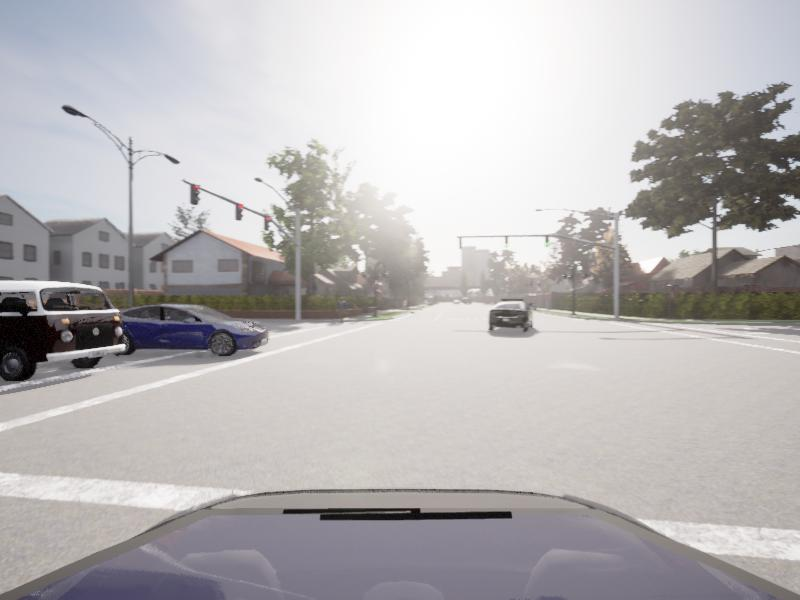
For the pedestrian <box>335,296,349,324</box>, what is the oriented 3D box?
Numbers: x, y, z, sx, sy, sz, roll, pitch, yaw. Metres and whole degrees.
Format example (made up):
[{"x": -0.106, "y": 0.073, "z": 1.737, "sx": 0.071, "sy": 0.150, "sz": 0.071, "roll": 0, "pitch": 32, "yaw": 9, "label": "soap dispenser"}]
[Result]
[{"x": -3.879, "y": 0.647, "z": 26.671, "sx": 0.751, "sy": 1.860, "sz": 0.751, "roll": 0, "pitch": 0, "yaw": 8, "label": "pedestrian"}]

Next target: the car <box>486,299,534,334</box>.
[{"x": 6.041, "y": 0.759, "z": 21.525, "sx": 1.930, "sy": 1.638, "sz": 5.238, "roll": 0, "pitch": 0, "yaw": 22, "label": "car"}]

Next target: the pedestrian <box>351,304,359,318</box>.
[{"x": -3.637, "y": 0.883, "z": 32.312, "sx": 0.500, "sy": 1.100, "sz": 0.500, "roll": 0, "pitch": 0, "yaw": 14, "label": "pedestrian"}]

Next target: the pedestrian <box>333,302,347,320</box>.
[{"x": -4.326, "y": 0.776, "z": 28.708, "sx": 0.751, "sy": 1.300, "sz": 0.751, "roll": 0, "pitch": 0, "yaw": 16, "label": "pedestrian"}]

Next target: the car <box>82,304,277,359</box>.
[{"x": -6.491, "y": 0.866, "z": 12.197, "sx": 4.792, "sy": 1.488, "sz": 2.163, "roll": 0, "pitch": 0, "yaw": 4, "label": "car"}]

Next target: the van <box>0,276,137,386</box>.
[{"x": -8.575, "y": 0.594, "z": 8.738, "sx": 4.480, "sy": 2.038, "sz": 2.069, "roll": -1, "pitch": 0, "yaw": 8, "label": "van"}]
